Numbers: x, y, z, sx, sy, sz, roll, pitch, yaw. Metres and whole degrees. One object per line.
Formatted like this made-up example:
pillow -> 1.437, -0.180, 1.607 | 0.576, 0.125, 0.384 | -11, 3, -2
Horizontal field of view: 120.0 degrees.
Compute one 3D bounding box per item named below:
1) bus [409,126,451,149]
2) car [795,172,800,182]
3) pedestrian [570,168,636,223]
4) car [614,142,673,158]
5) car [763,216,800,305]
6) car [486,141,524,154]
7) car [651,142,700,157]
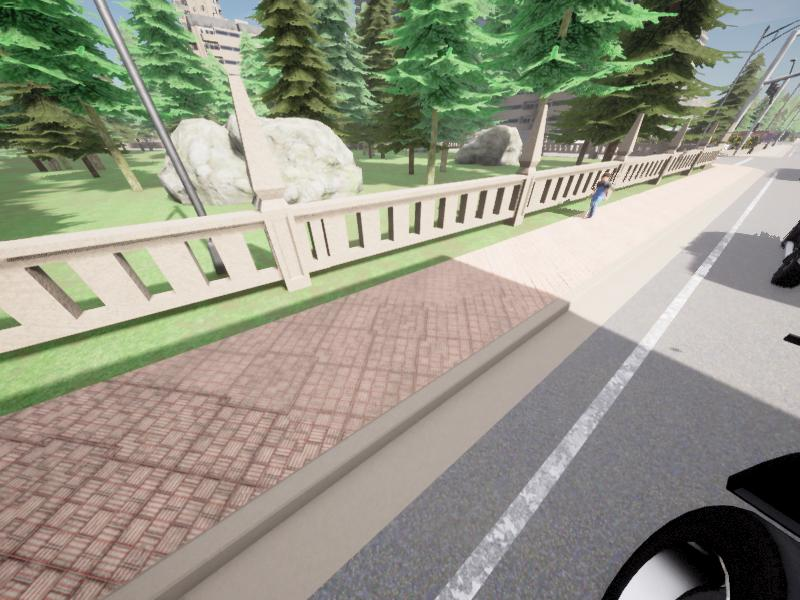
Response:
bus -> 6.876, -39.180, 55.761 | 3.944, 4.253, 10.273 | -22, 41, -28
car -> 25.401, -7.802, 13.482 | 3.633, 1.501, 1.845 | -22, 41, -28
pedestrian -> 5.903, -3.076, 6.801 | 0.751, 1.300, 0.751 | -13, 37, -17
car -> 32.629, -20.316, 31.183 | 2.038, 1.542, 4.974 | -22, 40, -28
car -> 8.689, -1.160, 3.867 | 4.605, 1.855, 1.932 | -22, 41, -28
car -> 17.423, -25.523, 38.635 | 1.801, 1.575, 5.366 | -24, 42, -30
car -> 36.969, -20.270, 31.094 | 1.845, 1.501, 3.633 | -22, 41, -28
